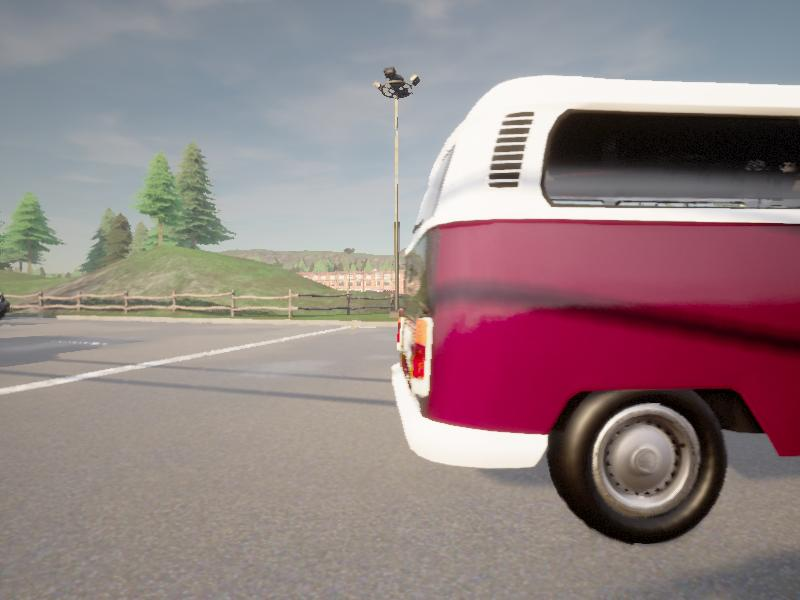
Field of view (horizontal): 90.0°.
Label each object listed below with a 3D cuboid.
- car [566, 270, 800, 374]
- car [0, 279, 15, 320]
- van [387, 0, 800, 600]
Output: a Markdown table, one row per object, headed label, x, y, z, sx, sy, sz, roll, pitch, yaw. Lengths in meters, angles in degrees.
| label | x | y | z | sx | sy | sz | roll | pitch | yaw |
| --- | --- | --- | --- | --- | --- | --- | --- | --- | --- |
| car | 5.875 | 0.296 | 7.414 | 5.357 | 1.411 | 2.033 | 0 | 0 | -24 |
| car | -22.388 | -0.028 | 20.050 | 5.566 | 2.045 | 2.150 | 0 | 0 | 19 |
| van | 2.198 | -0.026 | 2.469 | 4.480 | 2.038 | 2.069 | 0 | 1 | -4 |
